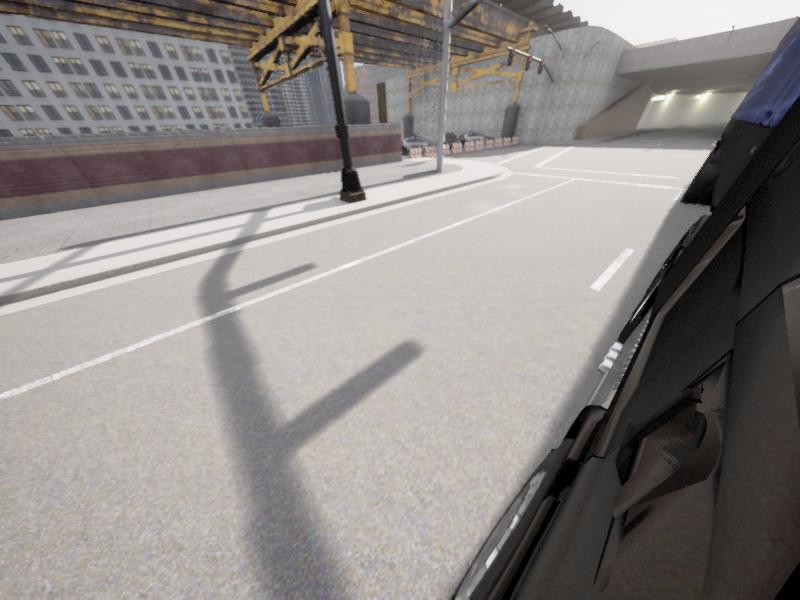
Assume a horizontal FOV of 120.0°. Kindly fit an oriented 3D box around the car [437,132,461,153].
[{"bbox_3d":[5.351,-17.157,25.039,2.038,1.542,4.974,6,38,12],"label":"car"}]

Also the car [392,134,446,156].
[{"bbox_3d":[1.830,-15.274,22.739,4.974,1.542,2.038,0,37,4],"label":"car"}]

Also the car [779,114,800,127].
[{"bbox_3d":[66.641,-29.830,38.296,5.027,1.651,2.152,-14,38,-14],"label":"car"}]

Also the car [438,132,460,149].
[{"bbox_3d":[5.357,-17.314,24.986,1.853,1.218,4.536,6,38,12],"label":"car"}]

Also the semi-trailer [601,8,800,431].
[{"bbox_3d":[8.533,-3.706,4.393,14.254,4.402,2.717,-30,45,-32],"label":"semi-trailer"}]

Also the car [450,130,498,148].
[{"bbox_3d":[8.953,-19.689,28.208,4.974,1.542,2.038,-9,37,-8],"label":"car"}]

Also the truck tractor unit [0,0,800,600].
[{"bbox_3d":[2.645,-0.295,0.352,6.516,4.208,3.053,-28,44,-30],"label":"truck tractor unit"}]

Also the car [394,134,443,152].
[{"bbox_3d":[1.772,-15.401,22.648,4.536,1.218,1.853,0,37,4],"label":"car"}]

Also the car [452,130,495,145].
[{"bbox_3d":[8.897,-19.808,28.107,4.536,1.218,1.853,-9,37,-8],"label":"car"}]
